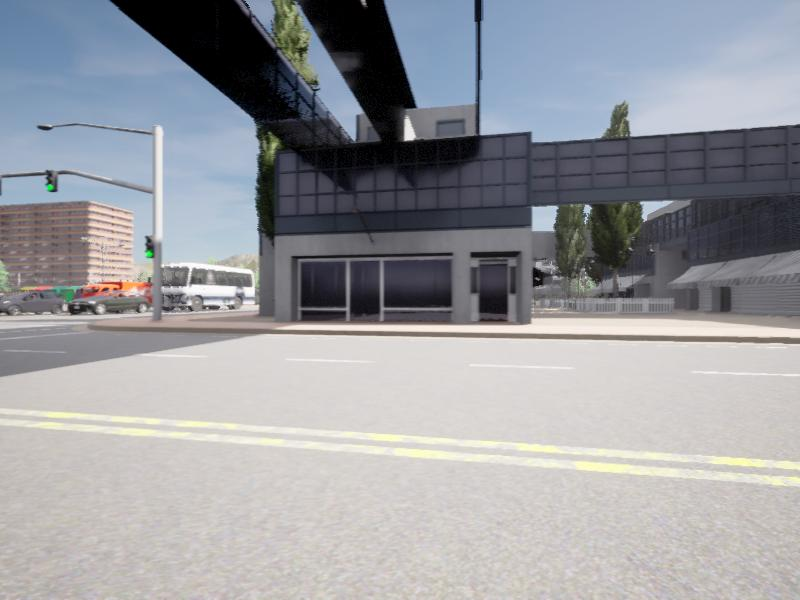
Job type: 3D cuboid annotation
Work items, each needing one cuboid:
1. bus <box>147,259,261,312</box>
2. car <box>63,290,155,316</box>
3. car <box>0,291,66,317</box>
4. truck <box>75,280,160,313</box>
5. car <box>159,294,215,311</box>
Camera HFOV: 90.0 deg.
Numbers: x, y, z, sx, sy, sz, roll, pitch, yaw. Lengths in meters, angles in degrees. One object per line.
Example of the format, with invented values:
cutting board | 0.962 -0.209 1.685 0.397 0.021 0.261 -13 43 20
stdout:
bus | -17.625 -1.135 37.244 3.944 4.253 10.273 0 0 13
car | -19.868 0.179 27.651 2.152 1.651 5.027 0 0 11
car | -23.876 0.225 25.514 1.845 1.501 3.633 0 0 12
truck | -22.463 -0.245 32.162 2.627 2.467 5.204 0 0 12
car | -20.849 0.200 39.432 1.801 1.575 5.366 0 0 13
